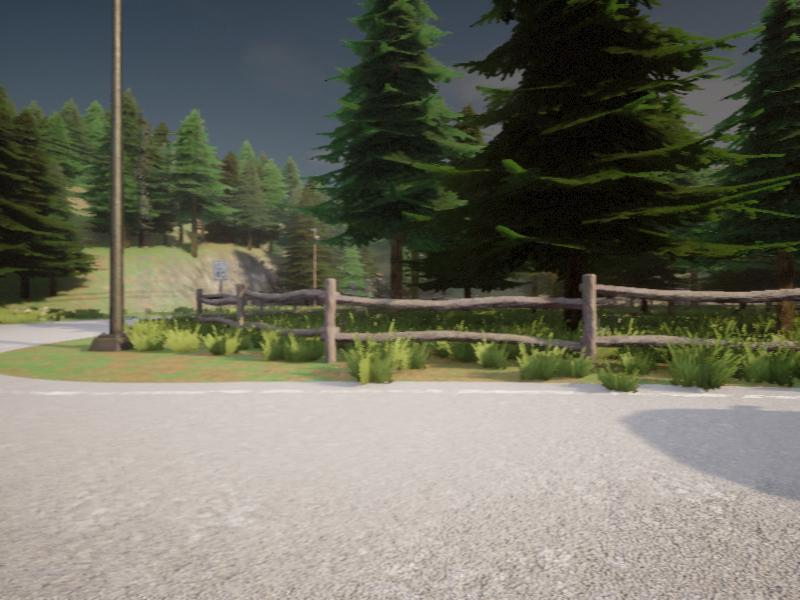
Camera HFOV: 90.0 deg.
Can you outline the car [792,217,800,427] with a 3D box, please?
[{"bbox_3d":[5.446,0.175,1.923,4.856,1.649,2.033,0,0,7],"label":"car"}]
